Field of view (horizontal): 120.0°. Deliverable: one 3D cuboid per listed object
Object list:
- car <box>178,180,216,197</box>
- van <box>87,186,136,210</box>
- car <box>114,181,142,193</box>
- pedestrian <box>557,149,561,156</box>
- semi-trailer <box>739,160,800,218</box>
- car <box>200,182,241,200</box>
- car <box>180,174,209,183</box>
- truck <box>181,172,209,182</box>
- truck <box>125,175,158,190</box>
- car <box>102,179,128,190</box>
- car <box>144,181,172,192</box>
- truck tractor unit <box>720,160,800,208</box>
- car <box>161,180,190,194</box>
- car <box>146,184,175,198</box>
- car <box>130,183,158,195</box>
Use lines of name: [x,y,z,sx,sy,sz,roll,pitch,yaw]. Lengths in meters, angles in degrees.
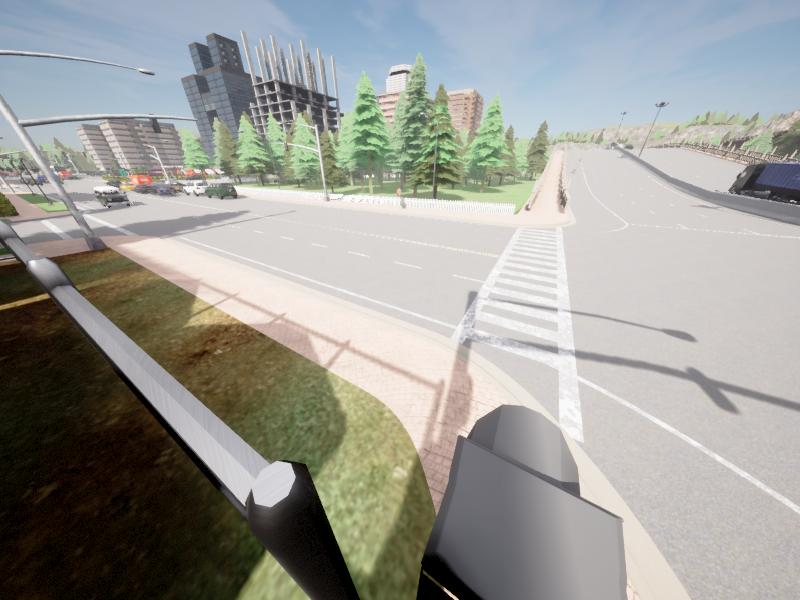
car: [-31.950,-17.568,36.387,5.566,2.045,2.150,17,34,27]
van: [-32.470,-11.563,26.000,4.480,2.038,2.069,17,34,27]
car: [-50.203,-20.899,42.654,5.366,1.575,1.801,17,34,27]
pedestrian: [53.232,-49.322,77.335,0.751,1.860,0.751,16,34,26]
semi-trailer: [38.660,-10.267,21.233,2.717,4.402,14.254,18,36,28]
car: [-25.721,-15.660,33.083,5.566,2.045,2.150,17,34,27]
car: [-60.315,-35.807,67.978,2.150,2.045,5.566,16,34,26]
truck: [-62.560,-37.542,70.571,2.627,2.467,5.204,16,33,26]
truck: [-53.238,-24.283,47.593,5.204,2.467,2.627,17,34,27]
car: [-57.000,-23.126,46.185,4.605,1.855,1.932,17,34,27]
car: [-46.119,-21.668,44.059,4.792,1.488,2.163,17,34,27]
truck tractor unit: [42.812,-13.732,26.980,3.053,4.208,6.516,16,37,26]
car: [-39.126,-19.696,40.243,4.605,1.855,1.932,17,34,27]
car: [-36.918,-16.829,35.593,3.705,1.549,1.789,17,34,27]
car: [-43.073,-18.682,38.881,4.193,1.474,1.816,17,34,27]
